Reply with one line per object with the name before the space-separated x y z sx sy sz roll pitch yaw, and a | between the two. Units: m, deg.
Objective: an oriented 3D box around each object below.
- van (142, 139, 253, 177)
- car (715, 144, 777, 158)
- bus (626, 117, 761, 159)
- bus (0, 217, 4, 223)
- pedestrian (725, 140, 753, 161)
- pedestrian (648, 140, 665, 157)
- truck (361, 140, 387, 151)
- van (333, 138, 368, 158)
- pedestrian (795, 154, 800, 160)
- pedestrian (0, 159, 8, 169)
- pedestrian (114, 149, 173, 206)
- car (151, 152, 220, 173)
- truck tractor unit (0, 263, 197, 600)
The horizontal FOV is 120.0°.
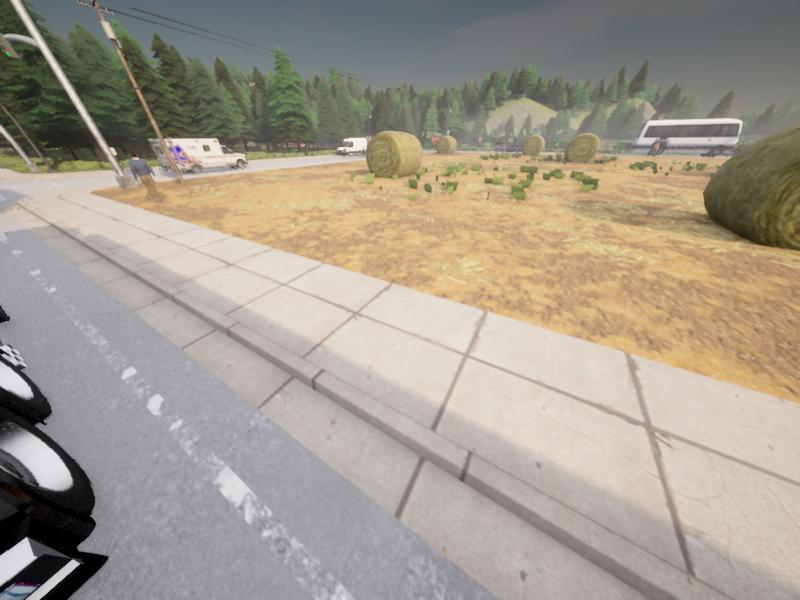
van | -16.915 -12.450 19.959 2.351 2.431 6.366 19 39 25
car | 47.520 -20.609 31.902 4.193 1.474 1.816 21 40 27
bus | 39.415 -22.438 32.171 10.273 4.253 3.944 20 40 27
bus | -19.678 -4.779 7.327 10.273 4.253 3.944 14 36 20
pedestrian | 37.046 -16.359 25.239 0.751 1.860 0.751 -13 37 -18
pedestrian | 33.931 -20.081 30.614 0.751 1.860 0.751 -28 43 -34
truck | -6.470 -38.926 58.144 6.274 2.098 2.390 21 40 28
van | -7.868 -24.979 37.789 1.988 2.561 5.915 19 39 25
pedestrian | 44.291 -16.124 24.838 0.751 1.860 0.751 17 38 23
pedestrian | -37.751 -13.179 21.328 0.751 1.860 0.751 20 40 27
pedestrian | -9.958 -4.781 9.024 0.751 1.860 0.751 28 44 35
car | -19.947 -13.002 21.705 1.994 1.385 4.181 19 39 25
truck tractor unit | -5.108 -0.304 0.777 6.516 4.208 3.053 18 39 24
